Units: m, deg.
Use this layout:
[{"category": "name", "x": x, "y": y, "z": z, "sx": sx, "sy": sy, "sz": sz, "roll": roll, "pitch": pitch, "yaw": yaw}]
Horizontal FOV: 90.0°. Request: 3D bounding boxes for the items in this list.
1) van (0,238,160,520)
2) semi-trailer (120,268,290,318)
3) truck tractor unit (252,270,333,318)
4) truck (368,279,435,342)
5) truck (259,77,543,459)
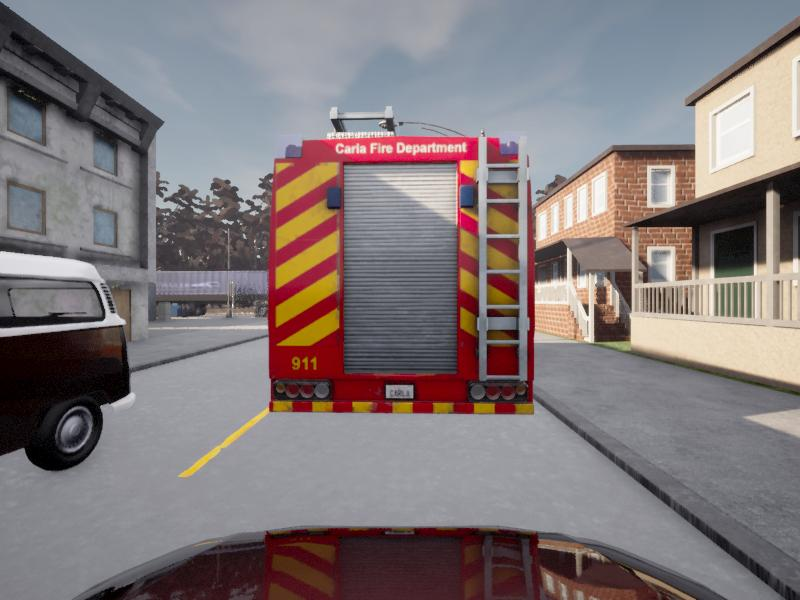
[{"category": "van", "x": -3.935, "y": 0.572, "z": 2.540, "sx": 2.069, "sy": 2.038, "sz": 4.480, "roll": 0, "pitch": 0, "yaw": 1}, {"category": "semi-trailer", "x": -17.540, "y": -0.618, "z": 36.482, "sx": 14.254, "sy": 4.402, "sz": 2.717, "roll": 0, "pitch": 0, "yaw": 1}, {"category": "truck tractor unit", "x": -9.628, "y": -0.516, "z": 36.301, "sx": 6.516, "sy": 4.208, "sz": 3.053, "roll": 0, "pitch": 0, "yaw": 1}, {"category": "truck", "x": 0.220, "y": 0.370, "z": 18.255, "sx": 2.627, "sy": 2.467, "sz": 5.204, "roll": 0, "pitch": 1, "yaw": 3}, {"category": "truck", "x": 0.146, "y": -0.321, "z": 8.301, "sx": 2.891, "sy": 3.827, "sz": 8.468, "roll": 0, "pitch": 0, "yaw": 2}]
